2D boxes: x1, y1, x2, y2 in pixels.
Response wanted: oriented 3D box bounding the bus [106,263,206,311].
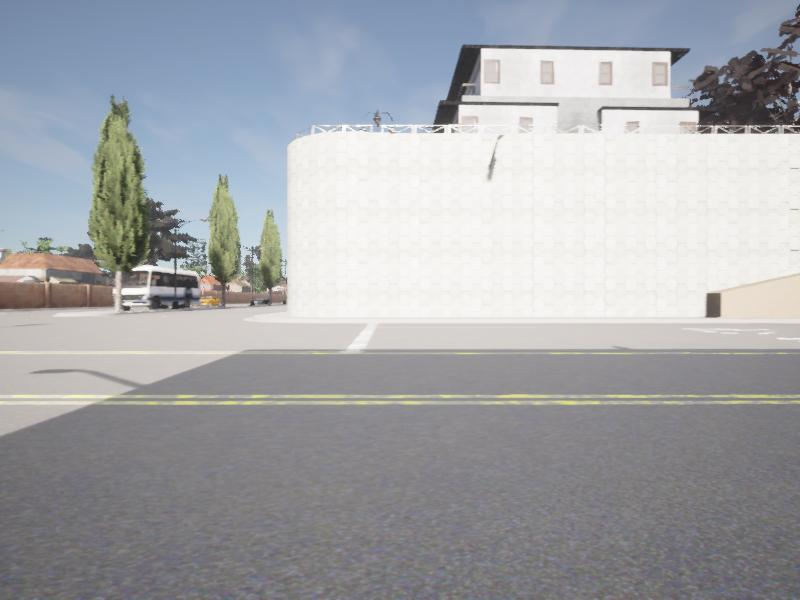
[{"bbox_3d":[-24.032,-1.134,40.412,3.944,4.253,10.273,0,0,-1],"label":"bus"}]
